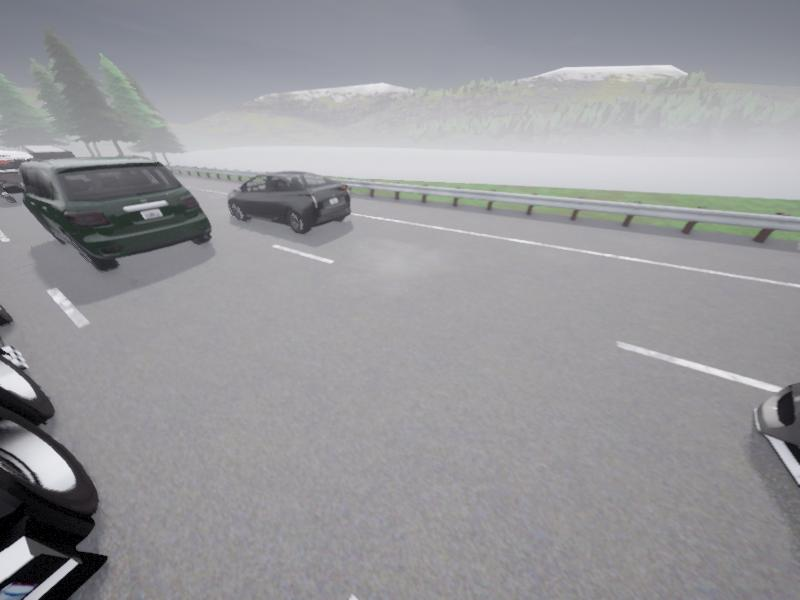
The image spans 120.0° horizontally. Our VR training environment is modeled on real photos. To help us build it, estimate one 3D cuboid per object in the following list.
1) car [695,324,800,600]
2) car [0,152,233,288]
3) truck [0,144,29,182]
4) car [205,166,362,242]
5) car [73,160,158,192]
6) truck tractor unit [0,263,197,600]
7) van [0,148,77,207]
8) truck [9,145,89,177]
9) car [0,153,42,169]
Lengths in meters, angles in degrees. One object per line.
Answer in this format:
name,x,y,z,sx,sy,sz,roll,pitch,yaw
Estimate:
car,4.736,1.664,0.150,5.027,1.651,2.152,18,39,25
car,-7.227,-2.380,5.750,5.566,2.045,2.150,18,39,25
truck,-31.837,-10.503,17.406,5.204,2.467,2.627,19,39,23
car,-3.736,-3.346,7.552,4.514,1.525,2.007,18,39,25
car,-17.506,-7.711,14.210,4.718,1.301,1.895,18,39,24
truck tractor unit,-5.122,-0.286,0.792,6.516,4.208,3.053,18,39,25
van,-18.853,-6.139,11.326,4.480,2.038,2.069,19,39,24
truck,-31.025,-12.402,20.424,6.274,2.098,2.390,17,39,24
car,-42.850,-15.561,25.825,4.718,1.301,1.895,15,38,22
